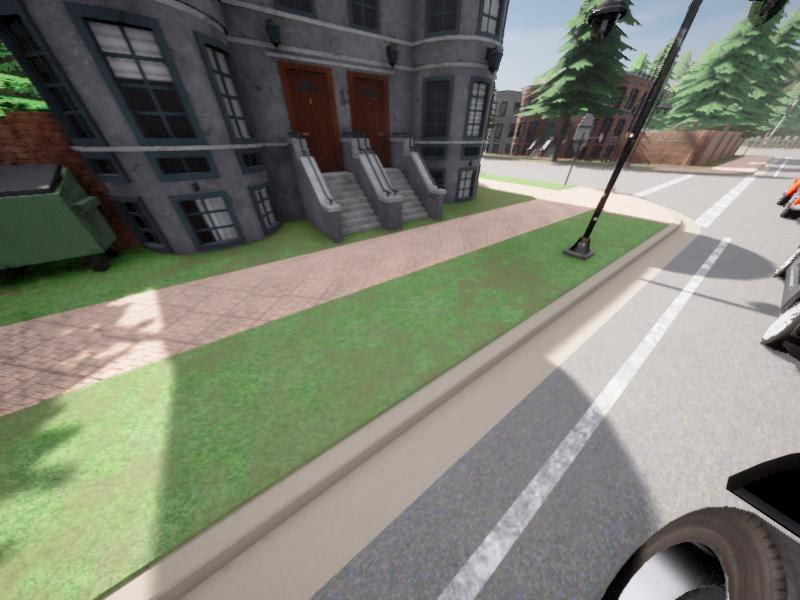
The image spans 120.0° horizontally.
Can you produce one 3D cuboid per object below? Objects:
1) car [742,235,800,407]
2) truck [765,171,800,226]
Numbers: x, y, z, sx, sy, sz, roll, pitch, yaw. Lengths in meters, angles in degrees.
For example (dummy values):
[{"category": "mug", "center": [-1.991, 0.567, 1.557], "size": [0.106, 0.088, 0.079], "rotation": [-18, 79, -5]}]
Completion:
[{"category": "car", "center": [6.555, -0.172, 2.708], "size": [5.238, 1.638, 1.930], "rotation": [-22, 41, -28]}, {"category": "truck", "center": [14.598, -3.784, 7.046], "size": [5.204, 2.467, 2.627], "rotation": [-22, 41, -28]}]
